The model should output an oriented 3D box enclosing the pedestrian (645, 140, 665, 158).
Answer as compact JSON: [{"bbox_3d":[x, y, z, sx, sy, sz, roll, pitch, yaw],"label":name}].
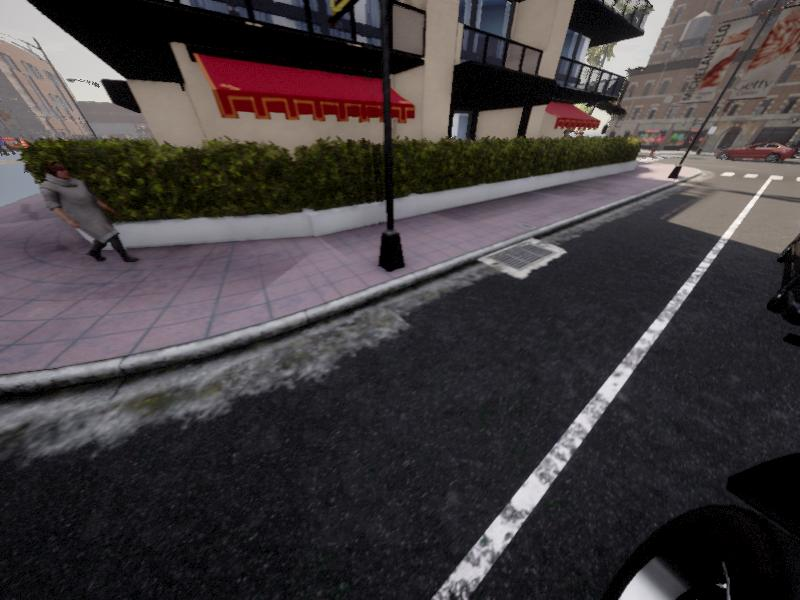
[{"bbox_3d":[30.701,-18.209,27.851,0.751,1.860,0.751,-17,38,-22],"label":"pedestrian"}]

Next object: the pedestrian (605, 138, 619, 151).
[{"bbox_3d":[36.442,-26.807,39.741,0.751,1.860,0.751,-10,36,-14],"label":"pedestrian"}]

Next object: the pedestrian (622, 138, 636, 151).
[{"bbox_3d":[37.687,-25.606,38.028,0.751,1.860,0.751,-13,37,-17],"label":"pedestrian"}]

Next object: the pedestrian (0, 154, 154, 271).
[{"bbox_3d":[-5.805,-1.568,4.257,0.751,1.860,0.751,-4,35,-6],"label":"pedestrian"}]

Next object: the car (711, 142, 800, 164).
[{"bbox_3d":[36.833,-15.283,23.902,2.152,1.651,5.027,-15,38,-20],"label":"car"}]

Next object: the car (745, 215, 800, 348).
[{"bbox_3d":[7.705,-0.582,3.466,5.357,1.411,2.033,-22,41,-28],"label":"car"}]
